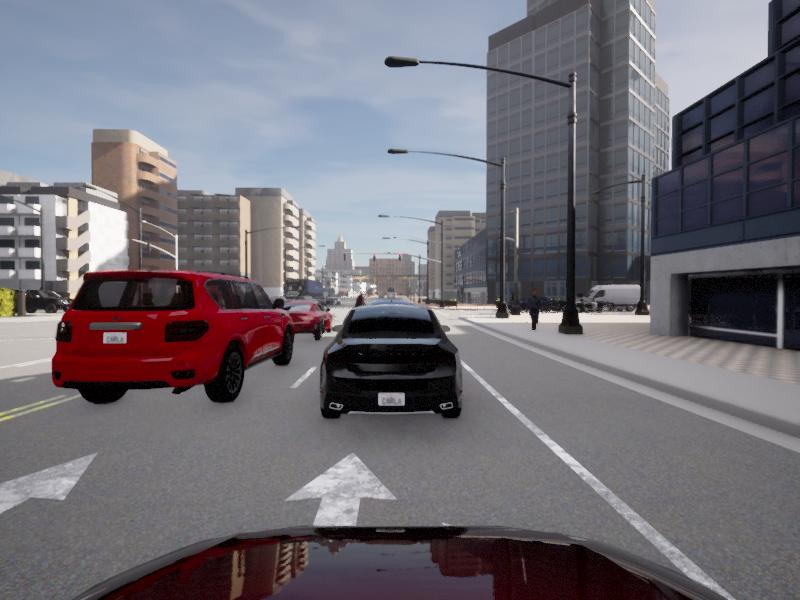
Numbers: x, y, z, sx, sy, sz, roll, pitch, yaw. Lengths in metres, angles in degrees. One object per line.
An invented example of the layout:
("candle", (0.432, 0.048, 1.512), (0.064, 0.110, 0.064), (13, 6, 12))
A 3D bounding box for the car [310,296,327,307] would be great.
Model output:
("car", (-11.806, 0.199, 58.172), (1.816, 1.474, 4.193), (0, 0, -1))

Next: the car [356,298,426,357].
("car", (-0.289, 0.737, 13.310), (1.882, 1.535, 5.008), (0, 1, -1))

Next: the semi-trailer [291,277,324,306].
("semi-trailer", (-15.563, -1.310, 68.274), (2.717, 4.402, 14.254), (0, 0, -2))

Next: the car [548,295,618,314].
("car", (15.935, 0.355, 34.980), (5.238, 1.638, 1.930), (0, 1, 0))

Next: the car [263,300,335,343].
("car", (-3.882, 0.744, 16.152), (1.812, 1.442, 4.674), (0, 1, -1))

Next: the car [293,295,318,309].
("car", (-11.617, 0.177, 49.384), (1.930, 1.638, 5.238), (0, 0, -1))

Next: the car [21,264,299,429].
("car", (-3.676, 0.547, 7.761), (2.150, 2.045, 5.566), (0, 1, -1))

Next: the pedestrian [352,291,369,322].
("pedestrian", (-2.486, 0.390, 25.135), (0.751, 1.860, 0.751), (-1, 1, -42))

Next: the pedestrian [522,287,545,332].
("pedestrian", (5.602, 0.384, 16.775), (0.751, 1.860, 0.751), (0, 1, 6))

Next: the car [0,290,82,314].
("car", (-30.852, 0.145, 34.241), (5.566, 2.045, 2.150), (0, 1, -1))

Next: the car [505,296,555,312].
("car", (12.427, 0.376, 38.379), (4.193, 1.474, 1.816), (0, 1, -1))

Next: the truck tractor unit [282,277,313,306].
("truck tractor unit", (-15.340, -1.181, 60.365), (3.053, 4.208, 6.516), (0, 0, -1))

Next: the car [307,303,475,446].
("car", (-0.149, 0.835, 6.827), (1.837, 1.490, 4.892), (0, 0, -1))

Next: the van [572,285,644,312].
("van", (19.906, -0.155, 38.479), (5.915, 2.561, 1.988), (0, 1, -1))

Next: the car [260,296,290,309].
("car", (-15.099, 0.262, 48.524), (2.163, 1.488, 4.792), (0, 0, -1))

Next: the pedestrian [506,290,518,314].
("pedestrian", (8.586, 0.147, 30.631), (0.751, 1.860, 0.751), (0, 1, 1))

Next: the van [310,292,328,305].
("van", (-15.773, -0.343, 78.407), (2.351, 2.431, 6.366), (0, 0, -1))
